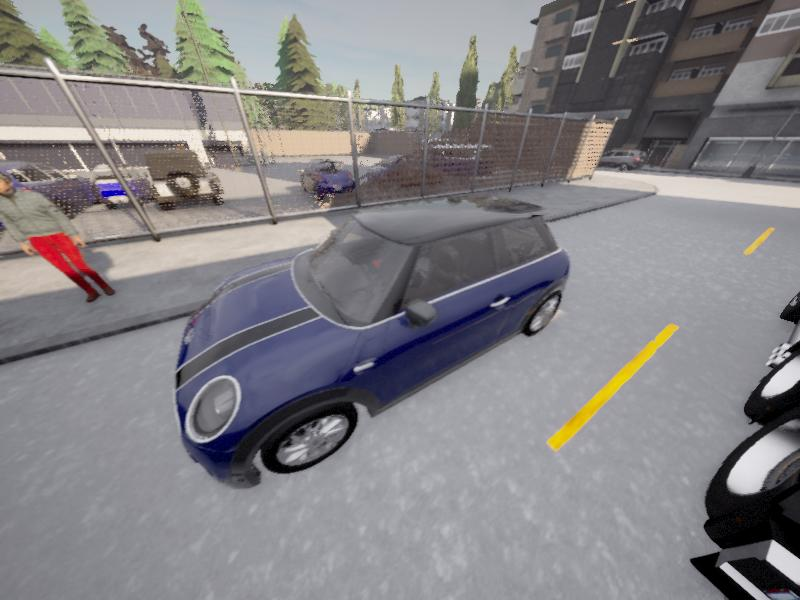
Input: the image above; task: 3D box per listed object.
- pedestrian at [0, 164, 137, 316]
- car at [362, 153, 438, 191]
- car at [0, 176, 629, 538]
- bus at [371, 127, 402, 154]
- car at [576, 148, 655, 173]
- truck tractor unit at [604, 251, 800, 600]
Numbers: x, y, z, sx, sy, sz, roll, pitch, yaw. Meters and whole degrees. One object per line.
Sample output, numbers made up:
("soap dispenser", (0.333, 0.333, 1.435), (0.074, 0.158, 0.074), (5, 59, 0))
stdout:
("pedestrian", (-4.931, -0.827, 3.302), (0.751, 1.860, 0.751), (-23, 41, -30))
("car", (0.028, -7.298, 13.021), (3.705, 1.547, 1.789), (-19, 39, -25))
("car", (0.023, -0.257, 2.805), (4.553, 1.767, 2.097), (-19, 39, -25))
("bus", (-2.551, -33.751, 48.762), (3.944, 4.253, 10.273), (5, 36, 10))
("car", (19.706, -13.021, 21.420), (2.242, 1.667, 4.611), (-19, 39, -25))
("truck tractor unit", (5.088, -0.323, 0.814), (6.516, 4.208, 3.053), (-19, 39, -25))
